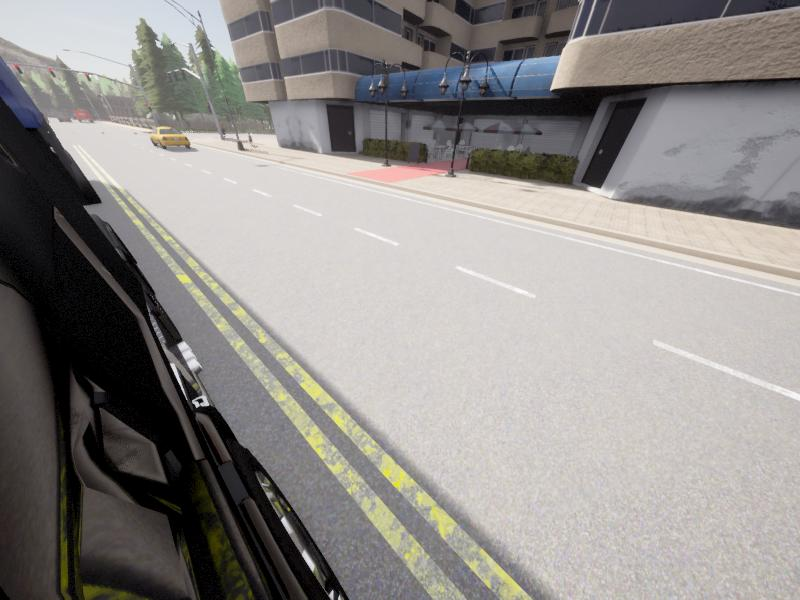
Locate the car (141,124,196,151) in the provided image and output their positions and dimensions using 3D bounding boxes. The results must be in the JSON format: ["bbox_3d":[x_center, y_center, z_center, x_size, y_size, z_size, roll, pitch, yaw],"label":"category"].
[{"bbox_3d":[-19.448,-13.655,19.328,5.366,1.575,1.801,28,44,30],"label":"car"}]

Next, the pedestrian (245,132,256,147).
[{"bbox_3d":[-13.793,-14.777,21.292,0.500,1.100,0.500,-12,39,-19],"label":"pedestrian"}]

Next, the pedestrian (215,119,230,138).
[{"bbox_3d":[-22.371,-21.573,29.096,0.751,1.860,0.751,-10,39,-16],"label":"pedestrian"}]

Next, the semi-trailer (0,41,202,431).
[{"bbox_3d":[-8.707,-3.602,4.214,14.254,4.402,2.717,28,44,30],"label":"semi-trailer"}]

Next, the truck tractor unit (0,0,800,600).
[{"bbox_3d":[-2.645,-0.295,0.351,6.516,4.208,3.053,28,44,30],"label":"truck tractor unit"}]

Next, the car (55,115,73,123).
[{"bbox_3d":[-80.933,-43.655,55.667,4.181,1.385,1.994,29,44,30],"label":"car"}]
